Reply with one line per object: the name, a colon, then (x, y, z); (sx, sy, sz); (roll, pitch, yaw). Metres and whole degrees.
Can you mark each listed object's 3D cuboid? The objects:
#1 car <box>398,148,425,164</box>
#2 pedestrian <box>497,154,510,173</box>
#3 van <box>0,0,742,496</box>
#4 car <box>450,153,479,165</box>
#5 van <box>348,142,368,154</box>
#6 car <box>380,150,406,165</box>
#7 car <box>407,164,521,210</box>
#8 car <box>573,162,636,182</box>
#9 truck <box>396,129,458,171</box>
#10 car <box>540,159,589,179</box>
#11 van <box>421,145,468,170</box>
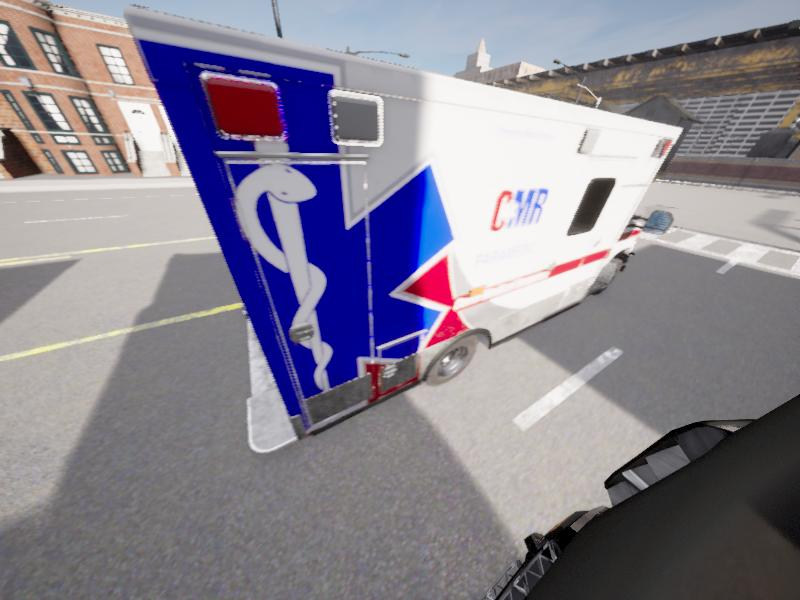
car: (1.727, -22.780, 36.572); (1.932, 1.855, 4.605); (-16, 38, -26)
pedestrian: (12.217, -16.108, 27.236); (0.751, 1.860, 0.751); (26, 40, 31)
van: (1.249, -0.949, 3.251); (6.366, 2.431, 2.351); (-16, 38, -26)
car: (11.295, -24.759, 40.546); (1.837, 1.490, 4.892); (-16, 38, -26)
van: (-12.406, -44.662, 67.853); (5.915, 2.561, 1.988); (21, 38, 25)
car: (-1.149, -21.587, 34.929); (1.837, 1.490, 4.892); (-16, 39, -26)
car: (3.003, -5.454, 10.942); (5.008, 1.535, 1.882); (-14, 37, -23)
car: (22.101, -14.038, 25.216); (1.812, 1.442, 4.674); (-16, 38, -26)
truck: (2.922, -18.563, 28.563); (2.891, 3.827, 8.468); (-16, 38, -26)
car: (17.897, -14.375, 25.342); (1.789, 1.549, 3.705); (-16, 38, -26)
van: (5.698, -19.145, 30.887); (2.351, 2.431, 6.366); (-16, 38, -25)
